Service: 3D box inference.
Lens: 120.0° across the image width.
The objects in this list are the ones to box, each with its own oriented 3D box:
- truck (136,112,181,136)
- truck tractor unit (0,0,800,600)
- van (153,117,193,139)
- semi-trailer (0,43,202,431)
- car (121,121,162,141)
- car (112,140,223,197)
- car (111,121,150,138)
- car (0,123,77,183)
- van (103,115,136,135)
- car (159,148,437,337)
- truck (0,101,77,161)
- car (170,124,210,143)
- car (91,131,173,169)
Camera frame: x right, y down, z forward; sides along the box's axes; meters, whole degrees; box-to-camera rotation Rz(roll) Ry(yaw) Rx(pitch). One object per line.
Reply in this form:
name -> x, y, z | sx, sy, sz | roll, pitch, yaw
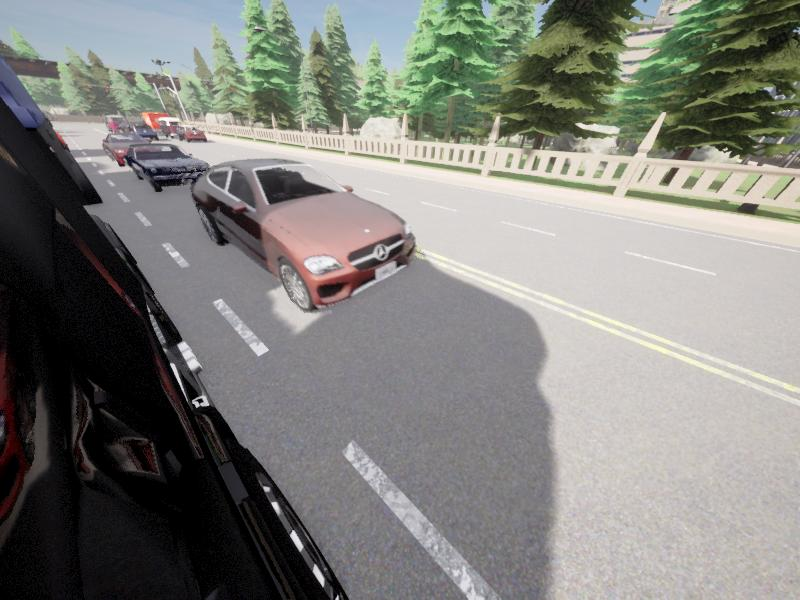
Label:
truck -> -33.205, -24.149, 31.735 | 5.204, 2.467, 2.627 | 28, 44, 30
truck tractor unit -> -2.645, -0.295, 0.351 | 6.516, 4.208, 3.053 | 28, 44, 30
van -> -27.908, -21.138, 28.407 | 4.480, 2.038, 2.069 | 28, 44, 30
semi-trailer -> -8.695, -3.610, 4.226 | 14.254, 4.402, 2.717 | 28, 44, 30
car -> -27.690, -18.104, 24.730 | 3.988, 1.617, 1.851 | 28, 44, 30
car -> -9.272, -5.383, 9.165 | 4.718, 1.301, 1.895 | 28, 44, 30
car -> -32.863, -20.783, 28.159 | 5.357, 1.411, 2.033 | 28, 44, 30
car -> -16.092, -6.428, 9.855 | 5.238, 1.638, 1.930 | 28, 44, 30
van -> -38.285, -23.924, 31.516 | 4.442, 1.987, 1.775 | 28, 44, 30
car -> -2.109, -1.685, 4.408 | 5.027, 1.651, 2.152 | 28, 44, 30
truck -> -21.901, -9.880, 13.387 | 5.204, 2.467, 2.627 | 28, 44, 30
car -> -23.140, -18.357, 25.465 | 3.806, 1.475, 1.970 | 28, 44, 30
car -> -14.743, -8.332, 12.697 | 4.181, 1.385, 1.994 | 27, 43, 29
